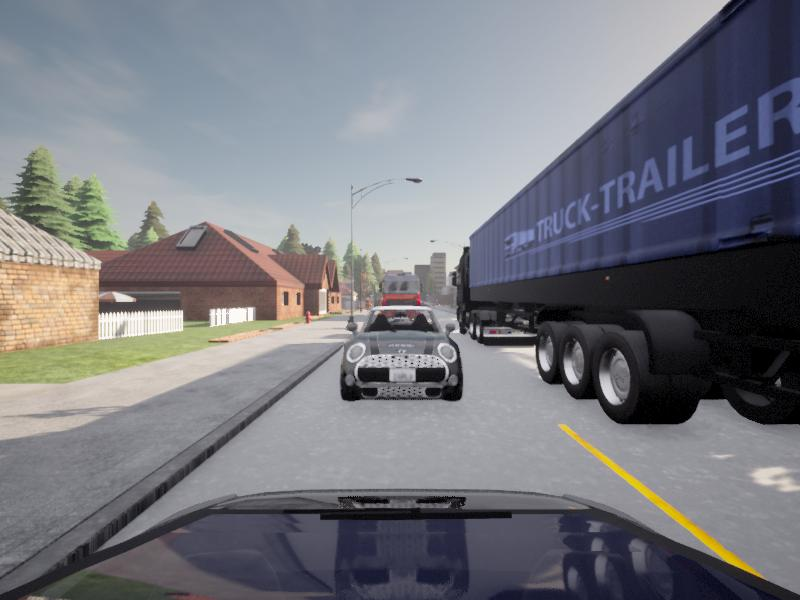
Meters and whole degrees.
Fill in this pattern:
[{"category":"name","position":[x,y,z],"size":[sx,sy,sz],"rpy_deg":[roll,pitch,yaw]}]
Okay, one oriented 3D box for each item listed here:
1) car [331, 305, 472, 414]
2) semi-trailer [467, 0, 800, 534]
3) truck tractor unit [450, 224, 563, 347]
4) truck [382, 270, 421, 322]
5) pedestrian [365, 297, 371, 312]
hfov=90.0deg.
[{"category":"car","position":[0.029,0.853,7.508],"size":[1.970,1.475,3.806],"rpy_deg":[0,0,0]},{"category":"semi-trailer","position":[4.046,-0.618,9.027],"size":[2.717,4.402,14.254],"rpy_deg":[0,0,0]},{"category":"truck tractor unit","position":[4.059,-0.504,16.944],"size":[3.053,4.208,6.516],"rpy_deg":[0,0,0]},{"category":"truck","position":[0.108,-0.321,33.570],"size":[2.891,3.827,8.468],"rpy_deg":[0,0,0]},{"category":"pedestrian","position":[-3.879,0.533,48.721],"size":[0.751,1.860,0.751],"rpy_deg":[0,0,-6]}]
